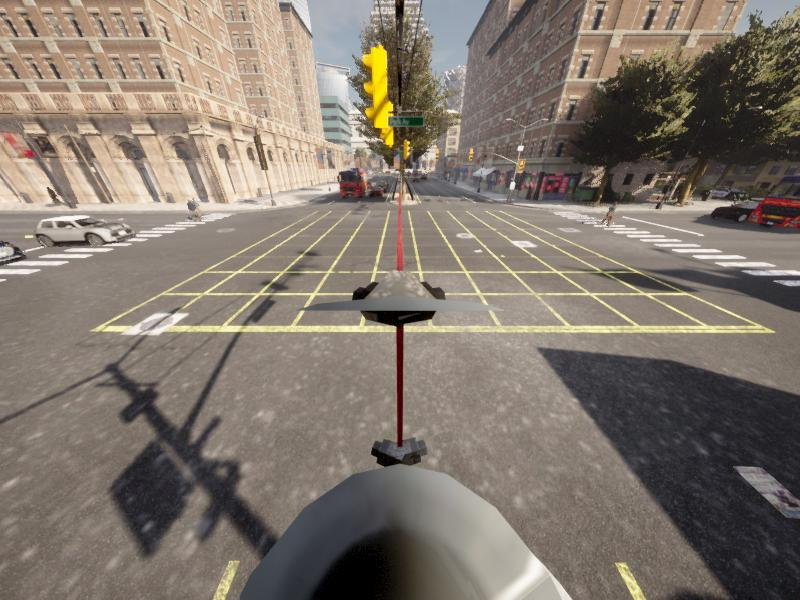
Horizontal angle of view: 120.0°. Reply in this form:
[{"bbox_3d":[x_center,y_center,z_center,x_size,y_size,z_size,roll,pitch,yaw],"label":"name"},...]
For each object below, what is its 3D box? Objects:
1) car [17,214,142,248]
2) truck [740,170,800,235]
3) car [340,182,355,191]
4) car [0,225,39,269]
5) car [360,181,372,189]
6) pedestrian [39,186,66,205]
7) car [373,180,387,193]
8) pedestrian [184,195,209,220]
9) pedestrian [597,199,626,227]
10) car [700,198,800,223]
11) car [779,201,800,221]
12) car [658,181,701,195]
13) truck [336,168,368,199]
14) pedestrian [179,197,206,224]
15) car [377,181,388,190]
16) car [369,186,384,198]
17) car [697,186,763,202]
[{"bbox_3d":[-18.657,-4.143,13.704,3.806,1.475,1.970,-3,30,-5],"label":"car"},{"bbox_3d":[30.927,-6.786,15.937,8.468,3.827,2.891,0,30,0],"label":"truck"},{"bbox_3d":[-10.295,-22.354,45.417,1.895,1.301,4.718,0,30,0],"label":"car"},{"bbox_3d":[-20.521,-2.260,10.294,4.856,1.649,2.033,0,30,0],"label":"car"},{"bbox_3d":[-7.048,-24.187,48.530,1.994,1.385,4.181,0,30,-1],"label":"car"},{"bbox_3d":[-40.090,-12.048,26.661,0.751,1.860,0.751,2,30,3],"label":"pedestrian"},{"bbox_3d":[-3.558,-20.387,41.522,2.097,1.767,4.553,0,30,0],"label":"car"},{"bbox_3d":[-17.549,-8.000,19.953,0.751,1.860,0.751,-2,30,-4],"label":"pedestrian"},{"bbox_3d":[15.897,-6.537,17.419,0.751,1.860,0.751,0,30,1],"label":"pedestrian"},{"bbox_3d":[29.571,-7.588,19.507,5.238,1.638,1.930,0,30,-1],"label":"car"},{"bbox_3d":[36.309,-7.511,19.571,4.674,1.442,1.812,0,30,0],"label":"car"},{"bbox_3d":[46.025,-18.540,38.227,1.905,1.878,3.866,0,30,0],"label":"car"},{"bbox_3d":[-7.080,-18.109,35.546,2.891,3.827,8.468,0,30,0],"label":"truck"},{"bbox_3d":[-16.645,-7.203,18.573,0.751,1.860,0.751,-5,30,-9],"label":"pedestrian"},{"bbox_3d":[-3.540,-23.214,46.736,1.970,1.475,3.806,0,30,0],"label":"car"},{"bbox_3d":[-3.577,-16.711,35.654,1.895,1.301,4.718,0,30,0],"label":"car"},{"bbox_3d":[45.916,-14.963,32.392,2.038,1.542,4.974,0,30,1],"label":"car"}]
